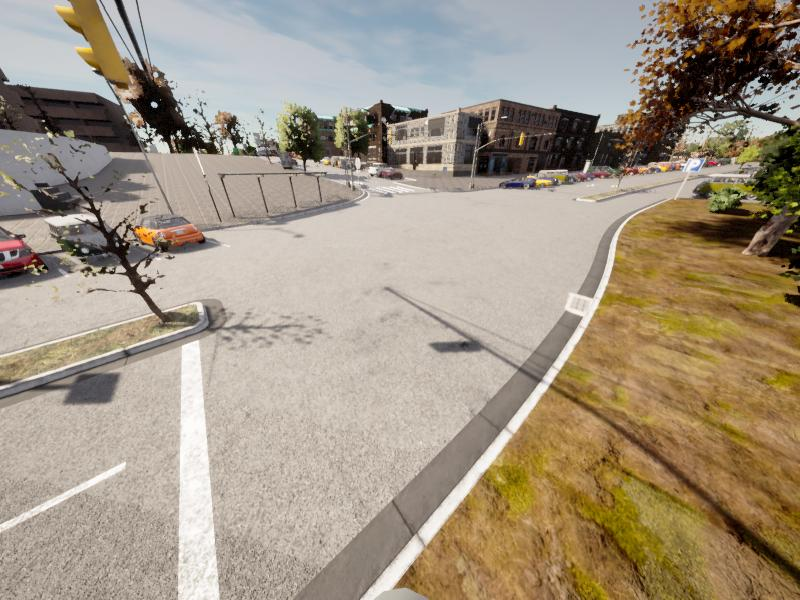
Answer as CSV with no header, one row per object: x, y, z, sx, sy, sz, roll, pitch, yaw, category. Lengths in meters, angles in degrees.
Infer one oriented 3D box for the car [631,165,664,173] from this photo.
57.558,-30.497,53.847,5.008,1.535,2.097,22,37,35,car

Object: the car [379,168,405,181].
-1.231,-20.775,38.067,2.002,1.452,4.674,21,37,23,car

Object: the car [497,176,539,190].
16.543,-16.502,32.563,4.792,1.488,2.163,18,36,31,car

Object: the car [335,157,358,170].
-10.866,-27.919,47.185,1.878,1.987,4.442,21,37,23,car

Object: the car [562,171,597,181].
31.680,-21.906,40.851,4.674,1.452,2.002,19,36,32,car

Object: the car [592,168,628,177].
41.921,-25.455,46.197,5.008,1.535,2.097,20,37,33,car

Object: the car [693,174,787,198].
33.092,-11.306,22.797,4.553,1.767,2.185,20,37,31,car

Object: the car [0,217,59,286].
-18.453,-2.226,10.271,5.566,2.045,2.435,15,34,27,car

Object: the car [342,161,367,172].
-8.914,-26.385,45.522,2.231,1.521,4.892,21,37,23,car

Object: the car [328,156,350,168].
-12.791,-29.317,49.059,1.878,1.987,4.442,21,37,23,car

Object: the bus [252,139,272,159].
-41.940,-46.037,70.785,3.944,4.253,10.273,-13,31,-22,bus

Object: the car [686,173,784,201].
30.571,-10.506,21.390,4.442,1.987,1.878,20,38,31,car

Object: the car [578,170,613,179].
36.781,-23.674,43.552,4.674,1.452,2.002,20,37,33,car

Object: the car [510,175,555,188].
19.246,-17.332,33.735,5.366,1.575,1.946,18,36,31,car

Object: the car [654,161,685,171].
68.170,-33.897,58.556,4.442,1.987,1.878,22,38,35,car

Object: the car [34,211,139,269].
-16.054,-3.211,11.856,4.442,1.987,1.878,15,34,27,car

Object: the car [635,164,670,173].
60.044,-31.365,55.174,5.366,1.575,1.946,22,38,35,car

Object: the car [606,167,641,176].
47.102,-27.159,48.787,5.008,1.535,2.097,21,38,34,car

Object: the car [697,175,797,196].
35.730,-12.037,24.127,5.366,1.575,1.946,21,37,31,car

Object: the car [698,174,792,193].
37.900,-13.039,25.682,5.366,1.575,1.946,21,38,31,car

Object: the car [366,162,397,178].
-3.124,-22.424,39.795,2.435,2.045,5.566,21,37,23,car

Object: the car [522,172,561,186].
21.562,-18.424,35.211,4.553,1.767,2.185,19,36,31,car

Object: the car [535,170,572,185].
24.186,-19.390,36.497,4.442,1.987,1.878,19,36,31,car

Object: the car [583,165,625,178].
39.365,-24.796,44.732,5.566,2.045,2.435,20,37,33,car

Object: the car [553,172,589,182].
29.144,-21.005,39.471,4.674,1.452,2.002,19,37,32,car

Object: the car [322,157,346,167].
-14.577,-30.665,51.280,1.946,1.575,5.366,21,37,23,car

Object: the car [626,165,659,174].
54.944,-29.664,52.587,4.892,1.521,2.231,22,38,35,car

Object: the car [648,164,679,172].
65.429,-32.912,57.548,4.792,1.488,2.163,22,38,35,car

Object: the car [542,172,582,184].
26.611,-20.140,38.075,4.892,1.521,2.231,19,36,32,car

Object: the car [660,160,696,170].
73.317,-35.569,61.045,5.566,2.045,2.435,22,38,36,car

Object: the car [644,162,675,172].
62.903,-32.281,56.119,4.442,1.987,1.878,22,38,35,car

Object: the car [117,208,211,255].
-13.789,-4.164,13.541,4.553,1.767,2.185,15,35,27,car
